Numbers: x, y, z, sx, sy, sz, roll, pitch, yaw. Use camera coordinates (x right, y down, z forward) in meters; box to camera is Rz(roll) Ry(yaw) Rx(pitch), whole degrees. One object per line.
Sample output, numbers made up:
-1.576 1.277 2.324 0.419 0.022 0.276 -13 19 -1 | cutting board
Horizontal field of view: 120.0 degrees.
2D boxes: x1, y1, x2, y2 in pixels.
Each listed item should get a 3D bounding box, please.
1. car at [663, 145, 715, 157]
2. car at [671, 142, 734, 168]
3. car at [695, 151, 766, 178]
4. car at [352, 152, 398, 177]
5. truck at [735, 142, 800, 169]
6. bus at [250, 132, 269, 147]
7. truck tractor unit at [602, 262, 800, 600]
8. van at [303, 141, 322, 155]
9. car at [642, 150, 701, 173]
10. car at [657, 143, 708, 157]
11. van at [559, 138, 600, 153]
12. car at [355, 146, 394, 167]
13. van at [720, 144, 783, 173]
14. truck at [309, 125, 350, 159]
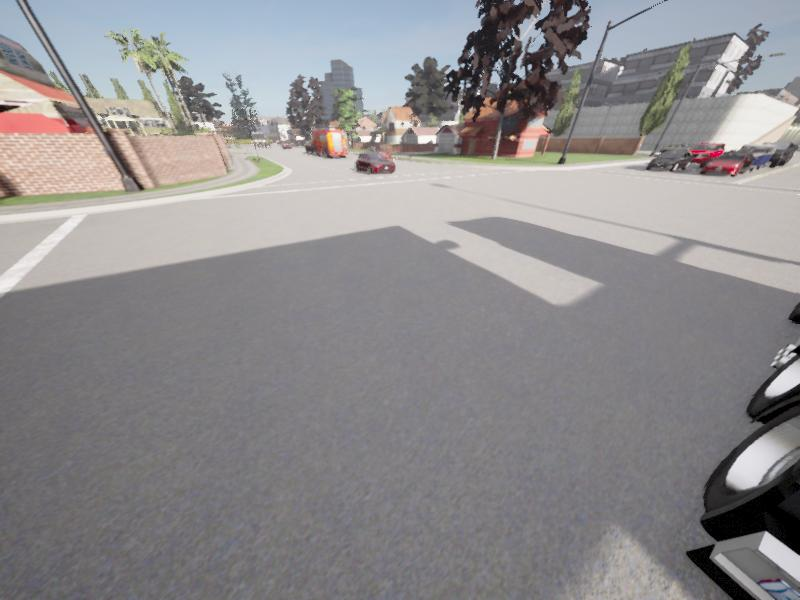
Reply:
48.488 -25.178 38.908 2.128 1.511 4.902 -18 39 -24 | car
30.995 -14.913 23.699 5.566 2.045 2.150 -18 39 -24 | car
25.935 -10.731 18.151 4.514 1.525 2.007 -18 39 -24 | car
-2.081 -11.210 18.965 1.994 1.385 4.181 -20 39 -26 | car
37.630 -14.789 23.485 6.274 2.098 2.390 -18 39 -24 | truck
-49.275 -56.208 80.878 3.944 4.253 10.273 -19 39 -26 | bus
5.105 -0.307 0.786 6.516 4.208 3.053 -19 39 -24 | truck tractor unit
-16.089 -28.056 42.539 1.775 1.987 4.442 -21 40 -27 | van
24.372 -12.516 20.737 4.892 1.490 1.837 -18 39 -24 | car
45.484 -24.301 37.330 1.932 1.855 4.605 -19 39 -26 | car
37.382 -32.401 48.353 1.988 2.561 5.915 -19 39 -25 | van
-2.852 -15.810 25.315 2.152 1.651 5.027 -19 39 -26 | car
31.208 -12.670 20.539 4.442 1.987 1.775 -18 39 -24 | van
-10.900 -24.161 35.355 2.891 3.827 8.468 -19 39 -25 | truck
